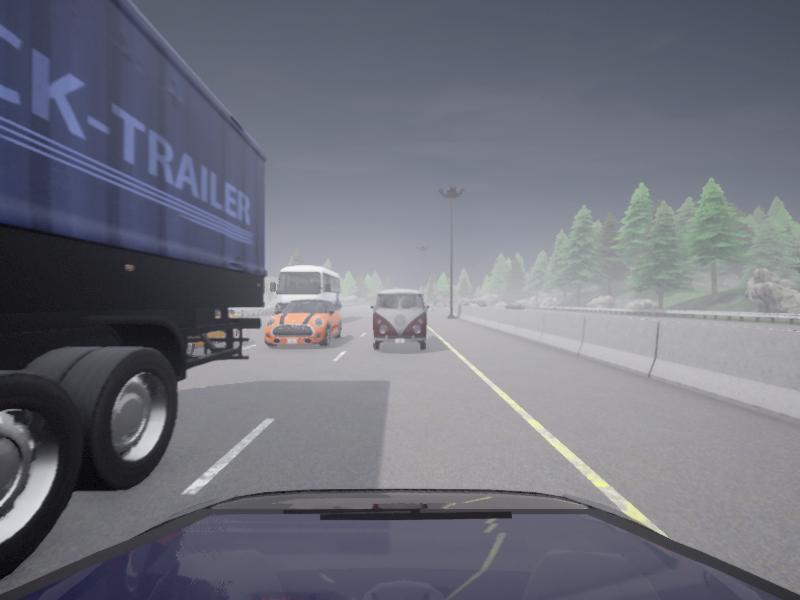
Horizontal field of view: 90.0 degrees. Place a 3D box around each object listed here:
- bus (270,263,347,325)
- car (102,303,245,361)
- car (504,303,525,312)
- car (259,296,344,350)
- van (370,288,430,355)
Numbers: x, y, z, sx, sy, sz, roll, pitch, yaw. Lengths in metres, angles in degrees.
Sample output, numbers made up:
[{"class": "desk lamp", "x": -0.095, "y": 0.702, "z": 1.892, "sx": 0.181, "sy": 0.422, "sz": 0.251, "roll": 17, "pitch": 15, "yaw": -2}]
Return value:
[{"class": "bus", "x": -6.895, "y": -0.437, "z": 32.386, "sx": 3.944, "sy": 4.253, "sz": 10.273, "roll": 0, "pitch": 0, "yaw": 0}, {"class": "car", "x": -7.000, "y": 0.865, "z": 13.146, "sx": 1.882, "sy": 1.535, "sz": 5.008, "roll": 0, "pitch": 0, "yaw": 0}, {"class": "car", "x": 17.504, "y": 1.131, "z": 61.207, "sx": 1.895, "sy": 1.301, "sz": 4.718, "roll": 0, "pitch": 0, "yaw": 0}, {"class": "car", "x": -3.499, "y": 0.742, "z": 15.218, "sx": 2.097, "sy": 1.767, "sz": 4.553, "roll": 0, "pitch": 0, "yaw": 0}, {"class": "van", "x": 0.001, "y": 0.644, "z": 14.078, "sx": 1.775, "sy": 1.987, "sz": 4.442, "roll": 0, "pitch": 0, "yaw": 0}]
